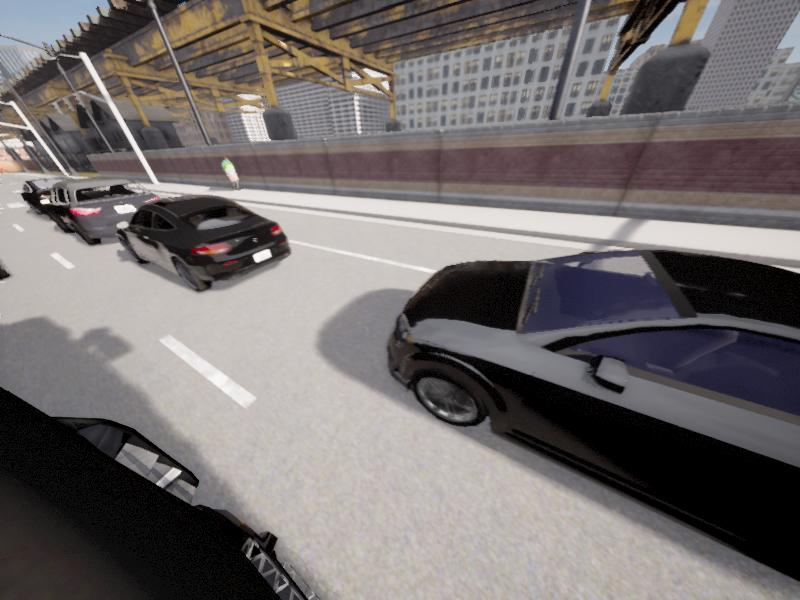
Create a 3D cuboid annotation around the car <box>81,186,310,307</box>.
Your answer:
[{"bbox_3d":[-4.516,-1.514,5.119,4.674,1.442,1.812,16,38,26],"label":"car"}]

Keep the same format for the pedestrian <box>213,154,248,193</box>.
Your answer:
[{"bbox_3d":[-9.809,-7.330,13.403,0.751,1.860,0.751,16,38,25],"label":"pedestrian"}]

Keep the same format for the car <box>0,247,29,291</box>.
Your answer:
[{"bbox_3d":[-10.601,-1.029,4.801,4.792,1.488,2.163,16,38,26],"label":"car"}]

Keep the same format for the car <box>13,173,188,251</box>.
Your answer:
[{"bbox_3d":[-10.014,-3.200,7.799,4.611,1.667,2.242,16,38,25],"label":"car"}]

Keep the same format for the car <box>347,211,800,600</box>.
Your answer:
[{"bbox_3d":[1.936,0.382,1.925,4.181,1.385,1.994,16,38,26],"label":"car"}]

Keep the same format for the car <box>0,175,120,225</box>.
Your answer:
[{"bbox_3d":[-15.910,-4.839,10.783,4.902,1.511,2.128,16,38,26],"label":"car"}]
